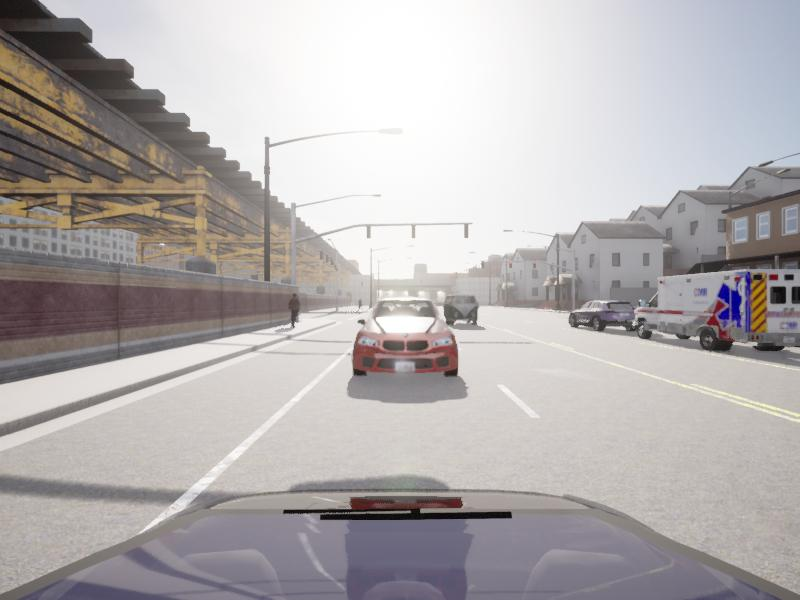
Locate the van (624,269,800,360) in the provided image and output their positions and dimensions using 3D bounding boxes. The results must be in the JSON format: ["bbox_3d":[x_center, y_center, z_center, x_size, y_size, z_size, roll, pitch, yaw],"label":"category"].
[{"bbox_3d":[10.684,0.378,13.842,2.351,2.431,6.366,0,0,1],"label":"van"}]

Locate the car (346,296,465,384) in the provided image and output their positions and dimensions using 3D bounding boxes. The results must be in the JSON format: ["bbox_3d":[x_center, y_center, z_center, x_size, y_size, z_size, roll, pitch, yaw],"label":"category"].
[{"bbox_3d":[0.132,0.757,9.841,2.242,1.667,4.611,0,0,1],"label":"car"}]

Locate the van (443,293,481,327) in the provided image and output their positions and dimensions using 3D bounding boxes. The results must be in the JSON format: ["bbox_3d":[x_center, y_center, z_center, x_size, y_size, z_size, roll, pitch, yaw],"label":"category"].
[{"bbox_3d":[3.822,0.600,25.448,1.775,1.987,4.442,0,0,1],"label":"van"}]

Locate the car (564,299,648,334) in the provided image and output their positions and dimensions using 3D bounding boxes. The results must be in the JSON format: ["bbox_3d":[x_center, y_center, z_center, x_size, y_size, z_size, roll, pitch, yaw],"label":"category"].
[{"bbox_3d":[10.773,0.778,21.404,2.033,1.649,4.856,0,0,1],"label":"car"}]

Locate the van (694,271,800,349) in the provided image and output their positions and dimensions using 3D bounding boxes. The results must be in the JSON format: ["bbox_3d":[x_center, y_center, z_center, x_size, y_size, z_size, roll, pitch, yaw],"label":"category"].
[{"bbox_3d":[14.186,0.322,15.030,1.988,2.561,5.915,0,0,1],"label":"van"}]

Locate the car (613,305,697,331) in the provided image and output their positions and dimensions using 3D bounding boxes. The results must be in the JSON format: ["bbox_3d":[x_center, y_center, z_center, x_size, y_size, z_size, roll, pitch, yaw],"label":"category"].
[{"bbox_3d":[14.186,0.944,22.643,1.895,1.301,4.718,0,0,2],"label":"car"}]

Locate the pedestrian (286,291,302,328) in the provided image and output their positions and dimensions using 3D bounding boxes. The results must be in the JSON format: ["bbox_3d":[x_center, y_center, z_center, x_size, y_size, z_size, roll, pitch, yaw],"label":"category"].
[{"bbox_3d":[-5.542,0.485,20.898,0.751,1.860,0.751,0,0,-12],"label":"pedestrian"}]
